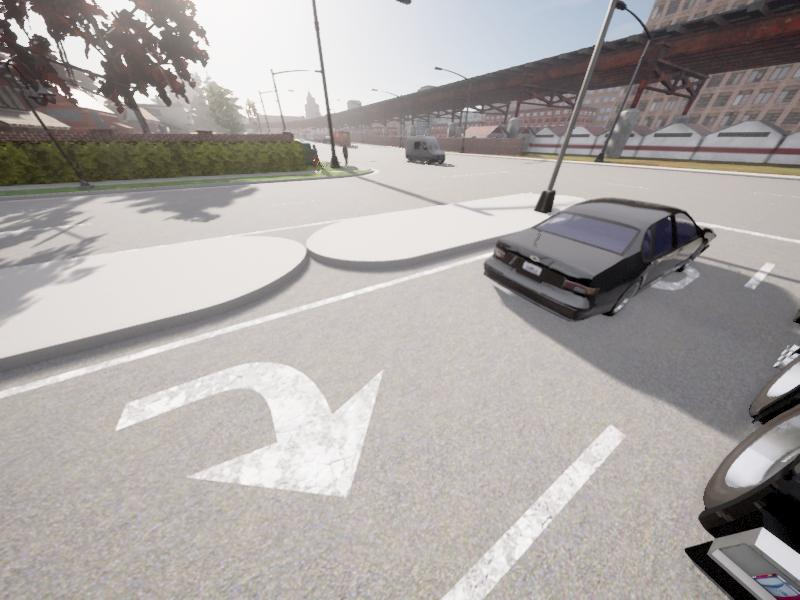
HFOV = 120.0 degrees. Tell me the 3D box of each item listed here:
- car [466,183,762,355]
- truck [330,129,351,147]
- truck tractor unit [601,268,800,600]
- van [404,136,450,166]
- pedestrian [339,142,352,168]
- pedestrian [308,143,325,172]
[{"bbox_3d":[4.097,-1.131,4.435,5.357,1.411,2.033,-18,39,-24],"label":"car"},{"bbox_3d":[-16.784,-45.577,64.857,2.891,3.827,8.468,-18,40,-24],"label":"truck"},{"bbox_3d":[5.113,-0.299,0.769,6.516,4.208,3.053,-18,39,-24],"label":"truck tractor unit"},{"bbox_3d":[2.810,-16.907,26.075,1.988,2.561,5.915,-18,39,-24],"label":"van"},{"bbox_3d":[-4.712,-12.598,20.116,0.751,1.860,0.751,-12,37,-17],"label":"pedestrian"},{"bbox_3d":[-6.369,-10.872,17.624,0.751,1.860,0.751,-19,39,-25],"label":"pedestrian"}]
